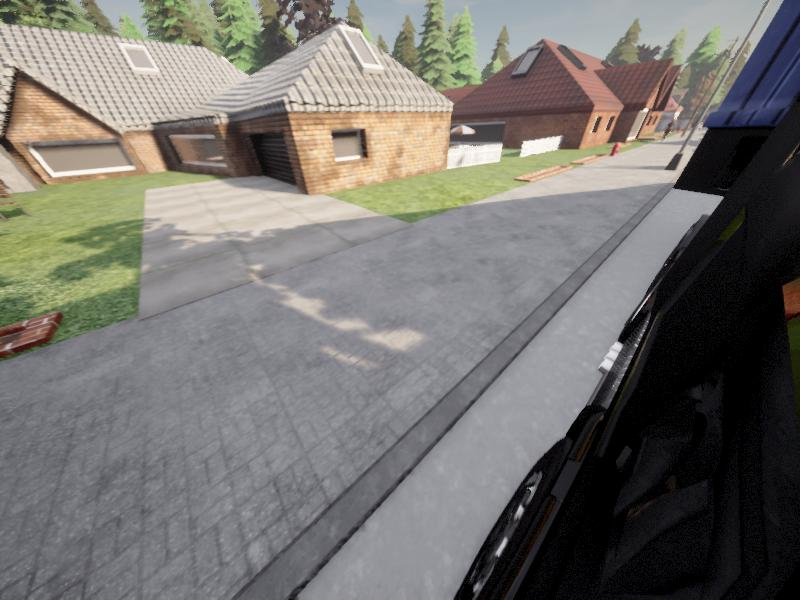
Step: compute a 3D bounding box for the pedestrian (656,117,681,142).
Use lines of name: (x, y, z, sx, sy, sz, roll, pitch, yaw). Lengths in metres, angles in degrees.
pedestrian: (25.098, -15.931, 21.634, 0.751, 1.860, 0.751, 26, 45, 32)

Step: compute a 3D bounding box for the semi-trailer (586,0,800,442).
semi-trailer: (9.856, -2.340, 2.485, 14.254, 4.402, 2.717, -12, 37, -12)

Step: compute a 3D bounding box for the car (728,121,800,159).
car: (22.639, -10.100, 14.457, 5.366, 1.575, 1.801, -29, 44, -30)

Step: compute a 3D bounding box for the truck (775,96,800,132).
truck: (51.244, -23.534, 28.810, 8.468, 3.827, 2.891, -29, 44, -31)

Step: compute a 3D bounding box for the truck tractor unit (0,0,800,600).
truck tractor unit: (2.645, -0.295, 0.351, 6.516, 4.208, 3.053, -28, 44, -30)
